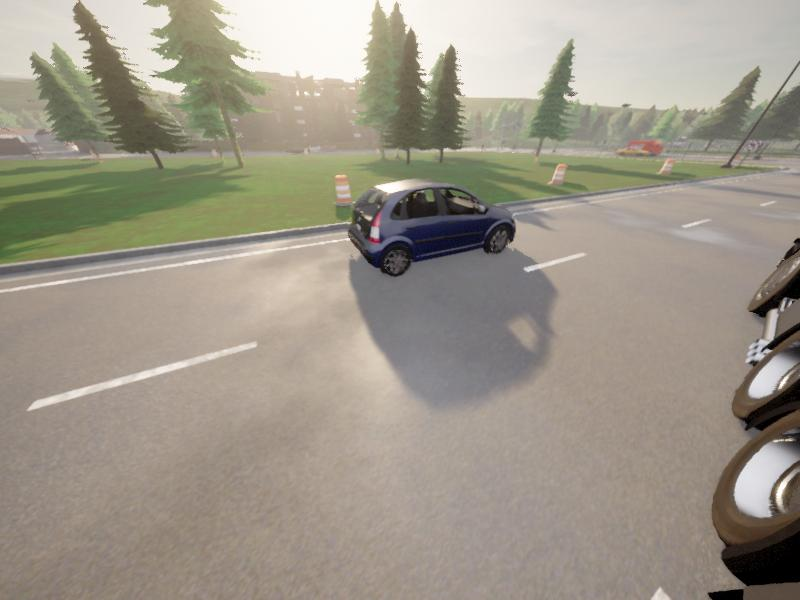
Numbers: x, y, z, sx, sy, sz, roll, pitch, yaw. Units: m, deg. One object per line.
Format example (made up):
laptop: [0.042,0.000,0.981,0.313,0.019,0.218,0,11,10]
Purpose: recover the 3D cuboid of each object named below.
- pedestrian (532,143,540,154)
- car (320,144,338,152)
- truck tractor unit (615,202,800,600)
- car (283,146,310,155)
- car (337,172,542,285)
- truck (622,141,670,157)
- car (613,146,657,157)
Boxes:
pedestrian: [28.855,-32.205,49.002,0.751,1.860,0.751,-10,36,-15]
car: [-17.601,-37.789,57.415,3.633,1.501,1.845,-15,37,-21]
truck tractor unit: [5.003,-0.393,0.930,6.516,4.208,3.053,-22,41,-29]
car: [-20.843,-30.229,46.666,4.718,1.301,1.895,-15,37,-21]
car: [0.849,-1.906,5.412,3.988,1.617,1.851,-15,37,-21]
truck: [47.025,-29.081,44.344,2.627,2.467,5.204,-15,37,-20]
car: [43.854,-27.881,43.368,1.801,1.575,5.366,-15,37,-20]
